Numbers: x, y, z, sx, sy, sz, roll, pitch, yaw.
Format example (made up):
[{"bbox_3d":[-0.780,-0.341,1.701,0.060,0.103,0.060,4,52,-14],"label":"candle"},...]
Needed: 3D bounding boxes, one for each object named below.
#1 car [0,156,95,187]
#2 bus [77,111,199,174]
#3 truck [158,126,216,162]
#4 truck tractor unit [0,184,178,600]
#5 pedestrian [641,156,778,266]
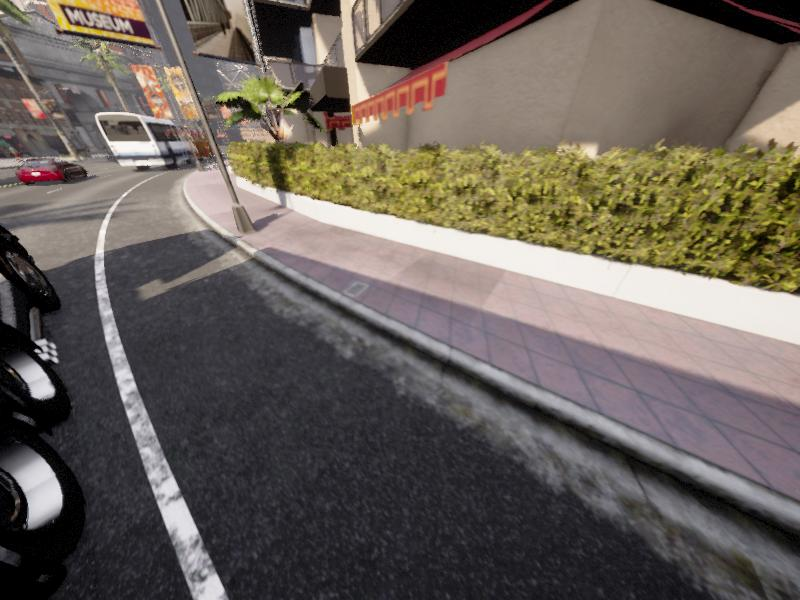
[{"bbox_3d":[-23.648,-8.864,15.763,1.994,1.385,4.181,-19,39,-25],"label":"car"},{"bbox_3d":[-24.977,-15.859,23.356,3.944,4.253,10.273,-15,37,-20],"label":"bus"},{"bbox_3d":[-29.587,-22.048,32.701,2.891,3.827,8.468,-14,37,-18],"label":"truck"},{"bbox_3d":[-4.964,-0.427,0.959,6.516,4.208,3.053,24,41,30],"label":"truck tractor unit"},{"bbox_3d":[5.916,-1.761,4.631,0.751,1.860,0.751,22,40,28],"label":"pedestrian"}]
